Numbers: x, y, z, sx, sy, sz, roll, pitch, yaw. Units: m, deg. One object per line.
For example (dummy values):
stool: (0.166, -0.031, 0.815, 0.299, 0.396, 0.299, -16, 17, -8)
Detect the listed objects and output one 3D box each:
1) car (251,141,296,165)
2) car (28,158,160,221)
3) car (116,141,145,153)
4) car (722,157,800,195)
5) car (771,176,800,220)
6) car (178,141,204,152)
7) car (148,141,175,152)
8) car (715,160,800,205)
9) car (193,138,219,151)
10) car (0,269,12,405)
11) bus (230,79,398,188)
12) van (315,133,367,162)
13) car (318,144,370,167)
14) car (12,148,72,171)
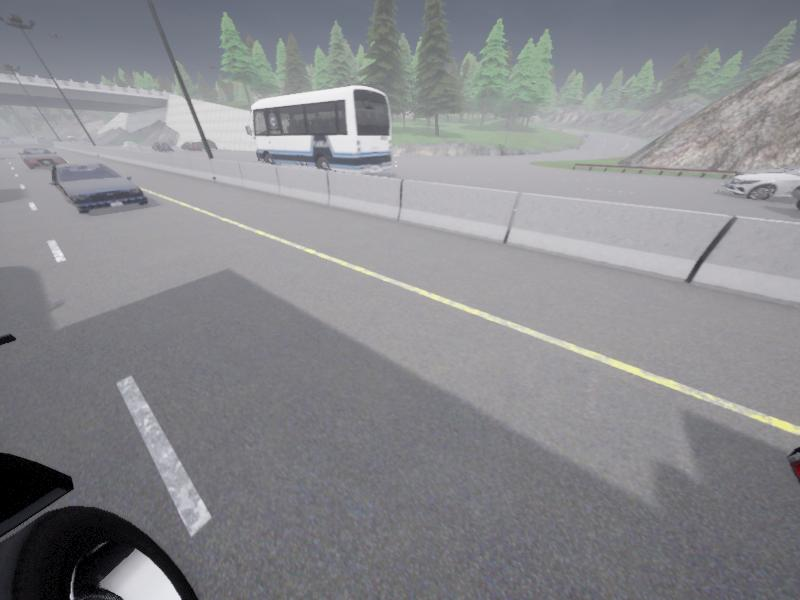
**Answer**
car: (-12.692, -14.876, 23.244, 3.866, 1.878, 1.905, 22, 41, 28)
car: (-11.931, -4.498, 8.979, 5.357, 1.411, 2.033, 22, 41, 28)
car: (-43.991, -24.994, 37.734, 4.674, 1.442, 1.812, 22, 41, 28)
car: (20.684, -5.988, 11.332, 5.357, 1.411, 2.033, 22, 41, 28)
car: (16.013, -3.159, 6.872, 4.605, 1.855, 1.932, 22, 41, 28)
car: (-36.805, -27.003, 40.607, 4.193, 1.474, 1.816, 22, 41, 28)
car: (-40.513, -26.051, 39.231, 4.193, 1.474, 1.816, 22, 41, 28)
car: (17.458, -4.855, 9.660, 4.674, 1.442, 1.812, 22, 41, 28)
car: (-37.000, -29.714, 44.096, 4.605, 1.855, 1.932, 22, 41, 28)
car: (-6.614, 0.047, 2.389, 4.856, 1.649, 2.033, 22, 40, 28)
bus: (-5.492, -10.356, 14.844, 10.273, 4.253, 3.944, 22, 41, 28)
van: (-6.864, -17.696, 26.722, 5.915, 2.561, 1.988, 22, 41, 28)
car: (-5.447, -14.294, 22.665, 4.611, 1.667, 2.242, 22, 41, 28)
car: (-29.172, -11.521, 18.823, 4.181, 1.385, 1.994, 22, 41, 28)
